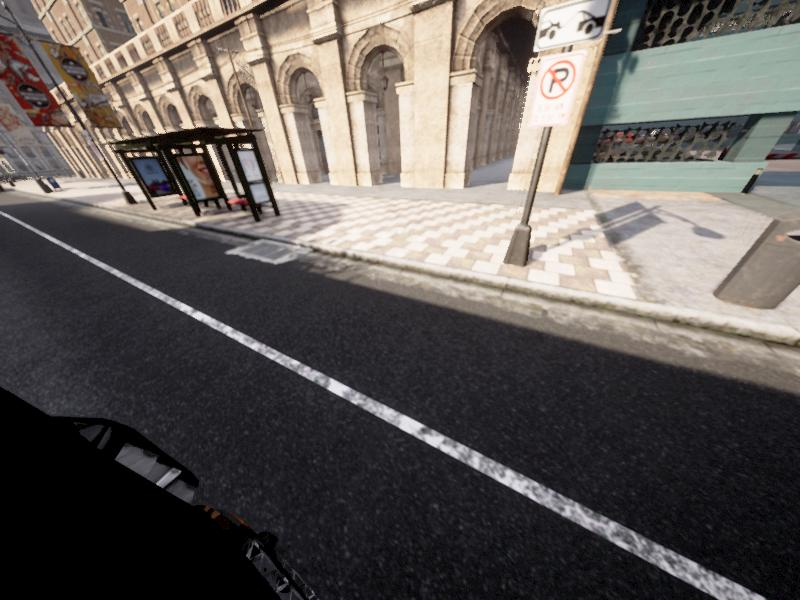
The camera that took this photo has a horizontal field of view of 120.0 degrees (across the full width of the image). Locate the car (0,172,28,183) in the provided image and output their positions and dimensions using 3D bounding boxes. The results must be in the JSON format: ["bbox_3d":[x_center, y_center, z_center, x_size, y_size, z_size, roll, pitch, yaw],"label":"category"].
[{"bbox_3d":[-76.767,-24.023,45.223,1.970,1.475,3.806,14,37,24],"label":"car"}]

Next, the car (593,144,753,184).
[{"bbox_3d":[13.384,-7.027,11.972,4.786,1.482,2.161,15,38,25],"label":"car"}]

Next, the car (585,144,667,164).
[{"bbox_3d":[19.342,-12.712,20.152,4.718,1.301,1.895,15,38,25],"label":"car"}]

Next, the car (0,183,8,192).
[{"bbox_3d":[-46.830,-12.851,26.050,4.718,1.301,1.895,15,38,25],"label":"car"}]
